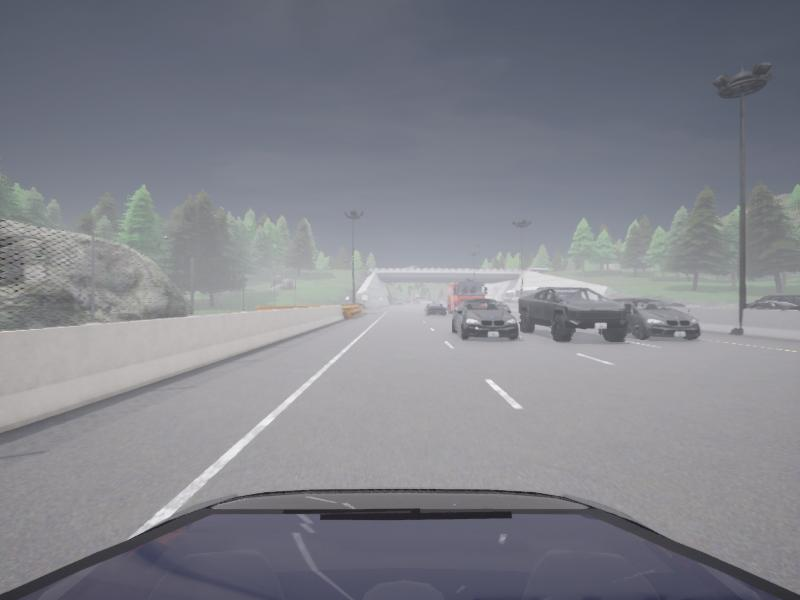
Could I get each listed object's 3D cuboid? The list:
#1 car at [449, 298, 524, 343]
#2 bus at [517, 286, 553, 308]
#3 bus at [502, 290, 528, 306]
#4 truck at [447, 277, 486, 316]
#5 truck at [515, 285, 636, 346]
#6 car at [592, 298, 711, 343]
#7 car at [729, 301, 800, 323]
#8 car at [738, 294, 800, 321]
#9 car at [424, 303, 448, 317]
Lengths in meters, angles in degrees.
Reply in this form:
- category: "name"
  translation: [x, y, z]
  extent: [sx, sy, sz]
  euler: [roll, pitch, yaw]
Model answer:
- category: "car"
  translation: [3.499, 0.761, 17.241]
  extent: [2.242, 1.667, 4.611]
  euler: [0, 0, 0]
- category: "bus"
  translation: [27.881, -0.514, 83.283]
  extent: [3.944, 4.253, 10.273]
  euler: [0, 0, 0]
- category: "bus"
  translation: [31.381, -0.506, 109.736]
  extent: [3.944, 4.253, 10.273]
  euler: [0, 0, 0]
- category: "truck"
  translation: [6.996, -0.308, 43.288]
  extent: [2.891, 3.827, 8.468]
  euler: [0, 0, 0]
- category: "truck"
  translation: [7.000, 0.548, 17.027]
  extent: [2.390, 2.098, 6.274]
  euler: [0, 0, 0]
- category: "car"
  translation: [10.502, 0.762, 17.271]
  extent: [2.242, 1.667, 4.611]
  euler: [0, 0, 0]
- category: "car"
  translation: [28.001, 0.852, 30.504]
  extent: [1.837, 1.490, 4.892]
  euler: [0, 0, 0]
- category: "car"
  translation: [31.485, 0.577, 33.239]
  extent: [2.150, 2.045, 5.566]
  euler: [0, 0, 0]
- category: "car"
  translation: [3.500, 0.956, 39.540]
  extent: [1.895, 1.301, 4.718]
  euler: [0, 0, 0]
